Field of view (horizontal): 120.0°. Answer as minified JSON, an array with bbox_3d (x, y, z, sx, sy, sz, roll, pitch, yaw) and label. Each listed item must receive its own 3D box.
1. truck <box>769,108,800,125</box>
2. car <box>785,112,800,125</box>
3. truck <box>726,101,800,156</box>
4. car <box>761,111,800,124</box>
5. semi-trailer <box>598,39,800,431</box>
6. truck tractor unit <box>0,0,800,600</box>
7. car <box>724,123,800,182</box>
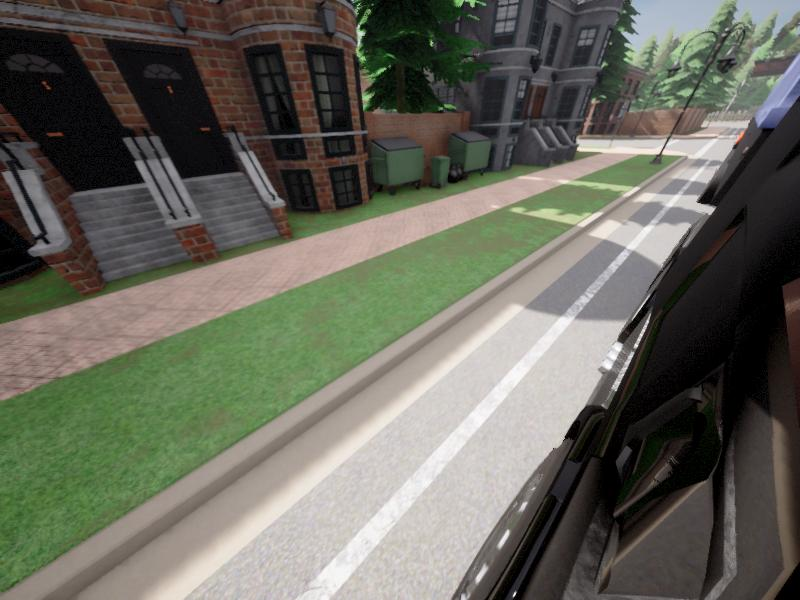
[{"bbox_3d":[66.425,-30.077,37.713,2.390,2.098,6.274,-28,44,-30],"label":"truck"},{"bbox_3d":[64.344,-28.047,35.540,2.152,1.651,5.027,-28,44,-30],"label":"car"},{"bbox_3d":[23.599,-10.791,14.457,5.204,2.467,2.627,-28,44,-30],"label":"truck"},{"bbox_3d":[68.104,-32.022,40.584,2.033,1.649,4.856,-28,44,-30],"label":"car"},{"bbox_3d":[8.689,-3.618,4.226,14.254,4.402,2.717,-28,44,-30],"label":"semi-trailer"},{"bbox_3d":[2.645,-0.295,0.351,6.516,4.208,3.053,-28,44,-30],"label":"truck tractor unit"},{"bbox_3d":[16.103,-6.432,9.834,5.238,1.638,1.930,-28,44,-30],"label":"car"}]
